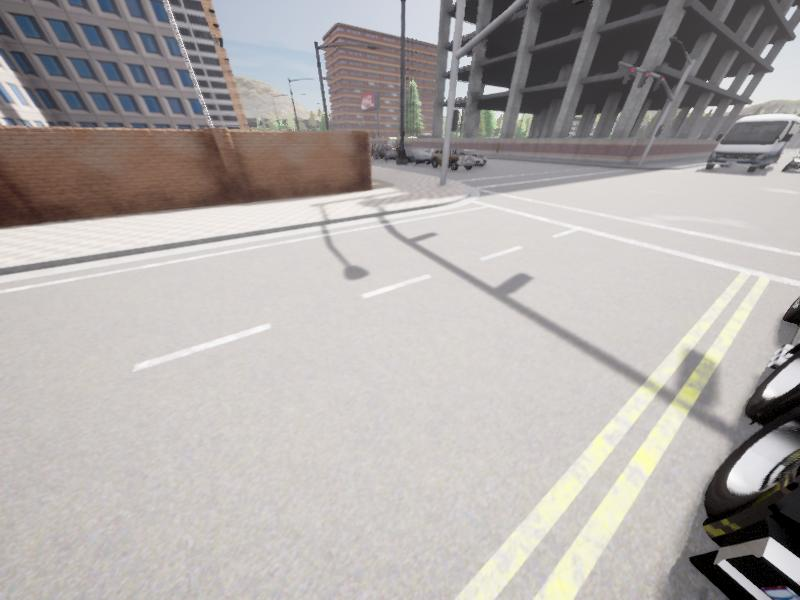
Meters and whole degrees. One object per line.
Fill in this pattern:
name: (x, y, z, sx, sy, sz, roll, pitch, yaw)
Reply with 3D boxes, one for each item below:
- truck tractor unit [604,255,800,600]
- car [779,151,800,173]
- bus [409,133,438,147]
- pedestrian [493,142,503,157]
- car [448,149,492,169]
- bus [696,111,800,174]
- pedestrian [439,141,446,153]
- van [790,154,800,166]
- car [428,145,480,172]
truck tractor unit: (5.095, -0.316, 0.808, 6.516, 4.208, 3.053, -19, 39, -25)
car: (37.187, -12.636, 21.163, 3.705, 1.549, 1.789, -19, 39, -26)
bus: (8.889, -60.142, 86.892, 10.273, 4.253, 3.944, -19, 39, -25)
pedestrian: (15.251, -23.490, 36.007, 0.751, 1.860, 0.751, -17, 38, -23)
car: (7.062, -14.586, 23.768, 1.970, 1.475, 3.806, -19, 39, -25)
bus: (34.250, -14.987, 22.157, 10.273, 4.253, 3.944, -19, 39, -26)
pedestrian: (8.424, -30.285, 45.723, 0.751, 1.860, 0.751, -17, 38, -23)
van: (49.142, -17.138, 26.982, 6.366, 2.431, 2.351, -19, 39, -26)
car: (4.783, -13.080, 21.229, 1.932, 1.855, 4.605, -17, 39, -24)
